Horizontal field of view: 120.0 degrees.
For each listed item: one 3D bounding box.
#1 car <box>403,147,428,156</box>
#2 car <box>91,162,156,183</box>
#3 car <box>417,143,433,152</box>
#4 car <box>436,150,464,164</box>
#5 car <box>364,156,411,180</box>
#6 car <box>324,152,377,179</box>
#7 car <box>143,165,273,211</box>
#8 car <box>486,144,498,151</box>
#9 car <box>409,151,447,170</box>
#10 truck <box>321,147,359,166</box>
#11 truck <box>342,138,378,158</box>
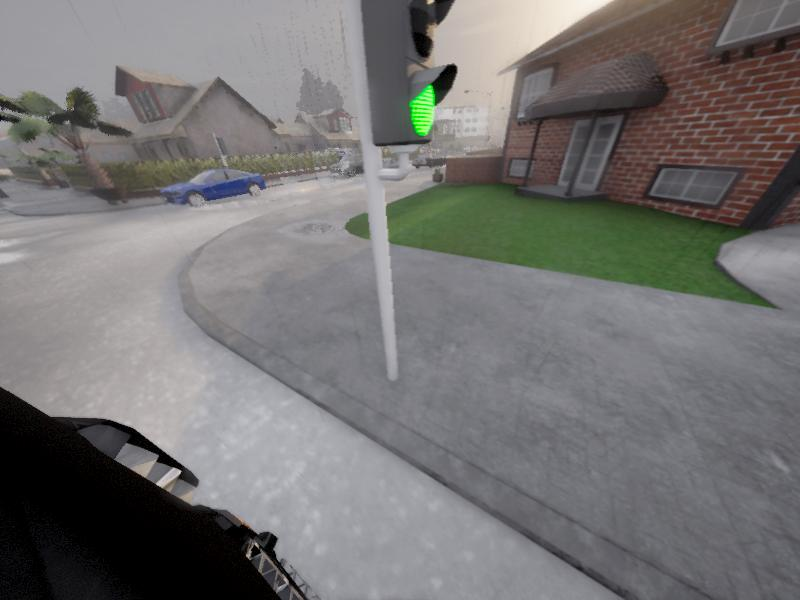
[{"bbox_3d":[3.478,-33.934,52.857,5.366,1.575,1.801,17,39,26],"label":"car"},{"bbox_3d":[-27.974,-13.030,23.561,1.845,1.501,3.633,14,37,24],"label":"car"},{"bbox_3d":[6.830,-41.221,62.617,3.866,1.878,1.905,-16,36,-19],"label":"car"},{"bbox_3d":[6.476,-18.455,29.781,1.895,1.301,4.718,17,39,27],"label":"car"},{"bbox_3d":[-0.873,-11.000,19.157,1.994,1.385,4.181,14,37,24],"label":"car"},{"bbox_3d":[-4.284,-12.237,20.881,2.097,1.767,4.553,16,38,26],"label":"car"},{"bbox_3d":[-10.058,-6.323,12.730,1.882,1.535,5.008,15,38,26],"label":"car"},{"bbox_3d":[24.789,-41.148,62.152,1.994,1.385,4.181,16,38,26],"label":"car"},{"bbox_3d":[3.118,-14.956,24.730,2.033,1.411,5.357,16,38,26],"label":"car"},{"bbox_3d":[-8.105,-19.540,31.354,4.478,2.038,2.069,18,39,24],"label":"truck"},{"bbox_3d":[-10.234,-38.848,59.216,8.468,3.827,2.891,16,38,26],"label":"truck"}]
